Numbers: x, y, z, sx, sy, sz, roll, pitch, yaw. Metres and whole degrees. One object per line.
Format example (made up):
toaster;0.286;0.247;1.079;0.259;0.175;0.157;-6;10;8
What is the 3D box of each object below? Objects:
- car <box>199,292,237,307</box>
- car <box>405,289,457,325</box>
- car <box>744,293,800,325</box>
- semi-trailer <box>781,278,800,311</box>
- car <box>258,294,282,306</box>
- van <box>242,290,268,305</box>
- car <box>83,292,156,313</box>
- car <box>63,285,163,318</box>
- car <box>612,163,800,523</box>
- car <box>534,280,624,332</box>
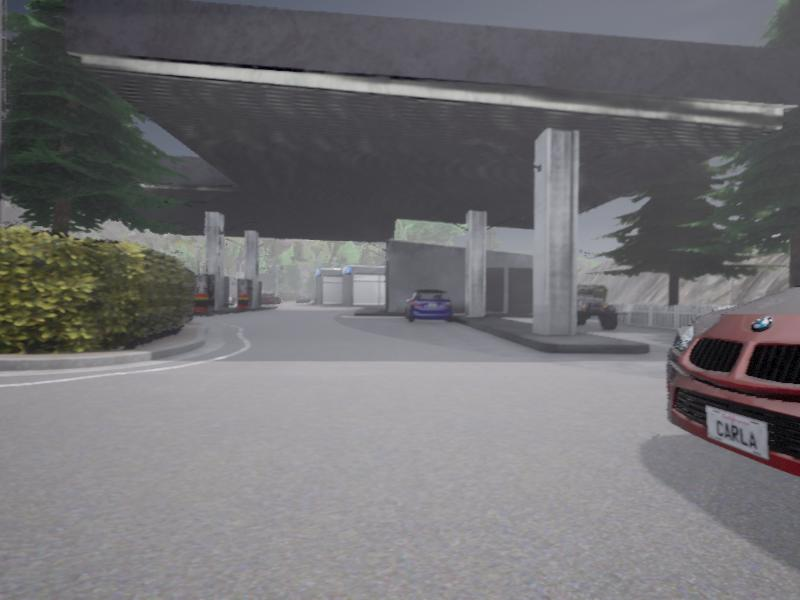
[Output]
car;-19.760;-0.041;43.660;2.038;1.542;4.974;1;1;-1
car;1.469;0.301;20.885;2.242;1.667;4.611;1;0;-2
car;21.696;0.468;21.571;2.033;1.649;4.856;1;0;-1
semi-trailer;54.375;-0.706;48.393;2.717;4.402;14.254;1;0;-1
car;-16.413;-0.009;50.697;1.816;1.474;4.193;1;0;-1
van;-20.012;-0.355;55.452;2.069;2.038;4.480;1;0;-1
car;-19.417;0.161;27.999;1.895;1.301;4.718;1;0;-1
car;-15.795;0.055;22.485;1.930;1.638;5.238;1;1;-1
car;4.143;0.196;2.307;4.611;1.667;2.242;-1;-2;-1
car;7.251;0.217;16.706;1.905;1.878;3.866;1;0;-2
